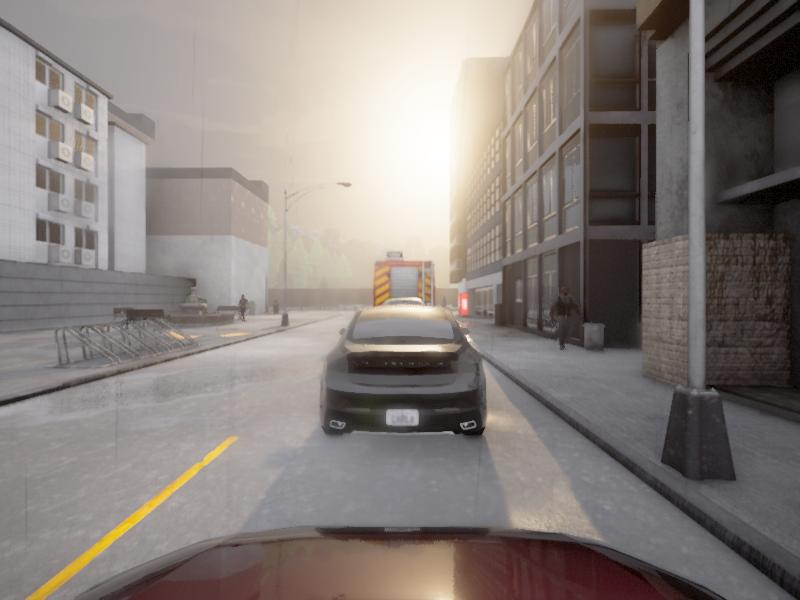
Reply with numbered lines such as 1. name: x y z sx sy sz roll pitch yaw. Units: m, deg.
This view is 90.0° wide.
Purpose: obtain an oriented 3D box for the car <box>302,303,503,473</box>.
1. car: 0.063 0.826 6.102 1.837 1.490 4.892 0 0 1

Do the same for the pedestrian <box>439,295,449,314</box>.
1. pedestrian: 4.275 0.411 38.615 0.751 1.860 0.751 0 0 -12

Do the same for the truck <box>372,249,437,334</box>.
1. truck: 0.248 -0.386 22.107 2.891 3.827 8.468 0 0 1

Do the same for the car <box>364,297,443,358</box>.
1. car: 0.140 0.741 13.362 2.152 1.651 5.027 0 0 1

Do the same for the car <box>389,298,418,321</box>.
1. car: 0.308 0.687 30.923 2.033 1.649 4.856 0 0 1

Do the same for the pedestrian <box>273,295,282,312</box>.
1. pedestrian: -13.753 0.404 44.948 0.751 1.860 0.751 0 0 45

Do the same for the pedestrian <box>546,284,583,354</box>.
1. pedestrian: 4.506 0.500 11.019 0.751 1.860 0.751 0 0 4

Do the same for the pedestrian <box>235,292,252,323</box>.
1. pedestrian: -9.640 0.462 24.629 0.751 1.860 0.751 0 0 0
